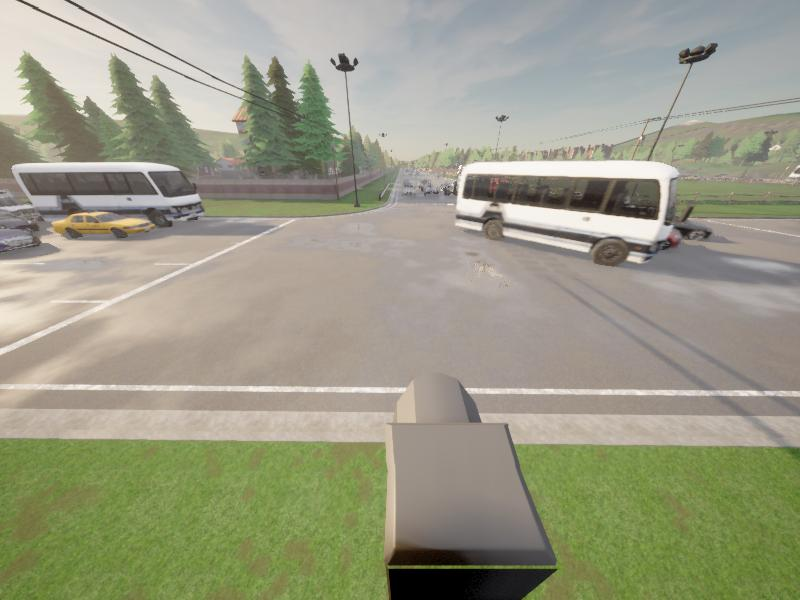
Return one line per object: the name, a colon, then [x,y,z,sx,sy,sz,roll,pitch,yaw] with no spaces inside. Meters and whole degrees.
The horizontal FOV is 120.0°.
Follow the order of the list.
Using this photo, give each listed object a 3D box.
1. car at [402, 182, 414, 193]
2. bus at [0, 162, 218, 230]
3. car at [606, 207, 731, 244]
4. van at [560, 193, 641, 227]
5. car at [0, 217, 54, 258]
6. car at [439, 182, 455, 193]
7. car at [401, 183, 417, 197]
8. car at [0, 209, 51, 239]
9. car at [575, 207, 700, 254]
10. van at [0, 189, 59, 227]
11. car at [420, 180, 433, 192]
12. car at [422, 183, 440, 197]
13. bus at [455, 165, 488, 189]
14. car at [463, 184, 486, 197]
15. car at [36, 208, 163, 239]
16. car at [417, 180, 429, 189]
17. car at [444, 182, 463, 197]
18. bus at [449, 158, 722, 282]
car: [1.339,-20.638,42.222,2.007,1.525,4.514,0,30,0]
bus: [-21.188,-8.020,17.653,10.273,4.253,3.944,0,30,0]
car: [17.135,-5.045,15.262,4.792,1.488,2.163,17,34,26]
van: [16.483,-7.644,19.260,1.775,1.987,4.442,-26,39,-36]
car: [-22.541,-3.337,12.157,4.856,1.649,2.033,0,30,0]
car: [8.336,-20.342,41.702,1.882,1.535,5.008,0,30,0]
car: [1.309,-17.328,36.348,2.242,1.667,4.611,0,30,0]
car: [-27.404,-5.048,15.268,4.792,1.488,2.163,0,30,0]
car: [13.557,-4.285,13.756,4.611,1.667,2.242,20,36,30]
van: [-32.277,-7.230,18.101,6.366,2.431,2.351,0,30,0]
car: [4.840,-21.046,42.568,1.905,1.878,3.866,0,30,0]
car: [4.803,-17.535,36.755,2.152,1.651,5.027,0,30,0]
bus: [15.505,-27.356,51.137,3.944,4.253,10.273,0,30,0]
car: [11.815,-17.697,37.146,2.128,1.511,4.902,0,30,0]
car: [-19.429,-5.049,15.169,5.366,1.575,1.801,0,30,0]
car: [4.871,-24.520,48.946,2.038,1.542,4.974,0,30,0]
car: [8.311,-17.424,36.294,1.905,1.878,3.866,0,30,0]
bus: [8.243,-5.228,12.798,3.944,4.253,10.273,-27,39,-34]
